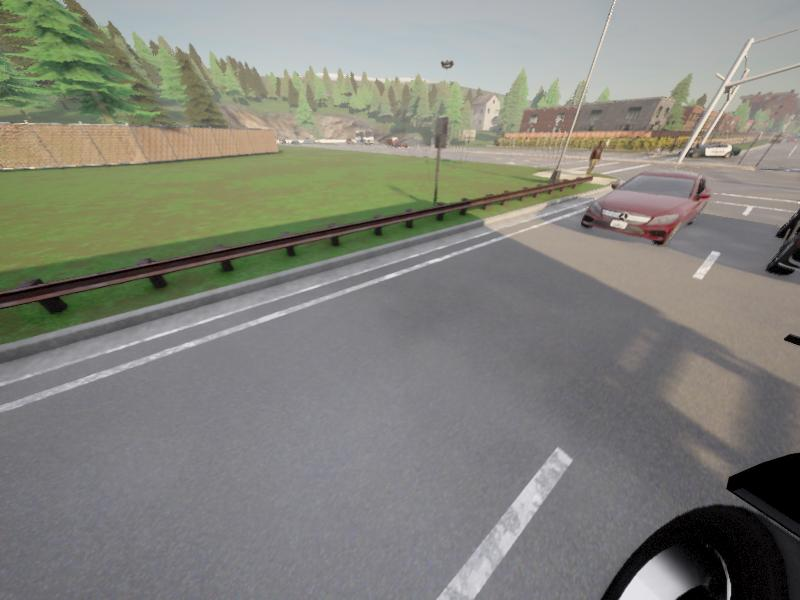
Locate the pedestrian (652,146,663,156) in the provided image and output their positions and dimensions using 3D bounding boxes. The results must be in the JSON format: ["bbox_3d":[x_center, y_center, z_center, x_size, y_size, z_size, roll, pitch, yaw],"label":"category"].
[{"bbox_3d":[33.412,-19.357,29.978,0.500,1.100,0.500,-22,41,-28],"label":"pedestrian"}]

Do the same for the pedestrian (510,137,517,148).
[{"bbox_3d":[24.882,-34.452,50.513,0.751,1.860,0.751,19,40,26],"label":"pedestrian"}]

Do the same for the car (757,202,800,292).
[{"bbox_3d":[9.431,-1.372,4.345,5.027,1.651,2.152,-22,41,-28],"label":"car"}]

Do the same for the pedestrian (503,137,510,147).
[{"bbox_3d":[23.716,-35.243,51.645,0.751,1.860,0.751,-21,40,-27],"label":"pedestrian"}]

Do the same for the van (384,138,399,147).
[{"bbox_3d":[-2.293,-44.560,65.247,2.069,2.038,4.480,-22,40,-27],"label":"van"}]

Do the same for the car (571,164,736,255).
[{"bbox_3d":[7.249,-2.832,6.587,4.674,1.442,1.812,-22,41,-28],"label":"car"}]

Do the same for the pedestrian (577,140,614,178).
[{"bbox_3d":[11.344,-8.196,13.474,0.751,1.860,0.751,-1,35,0],"label":"pedestrian"}]

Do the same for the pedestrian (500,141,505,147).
[{"bbox_3d":[23.282,-35.392,52.518,0.500,1.100,0.500,-22,40,-27],"label":"pedestrian"}]

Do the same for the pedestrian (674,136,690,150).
[{"bbox_3d":[47.526,-26.395,38.877,0.751,1.860,0.751,-14,37,-18],"label":"pedestrian"}]

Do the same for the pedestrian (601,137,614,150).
[{"bbox_3d":[34.867,-26.310,38.885,0.751,1.860,0.751,-22,40,-27],"label":"pedestrian"}]

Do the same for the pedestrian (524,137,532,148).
[{"bbox_3d":[26.754,-32.969,48.394,0.751,1.860,0.751,-22,41,-27],"label":"pedestrian"}]

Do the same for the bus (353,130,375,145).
[{"bbox_3d":[-13.096,-58.641,83.381,3.944,4.253,10.273,-18,39,-21],"label":"bus"}]

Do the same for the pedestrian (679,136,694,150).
[{"bbox_3d":[48.507,-26.575,39.123,0.751,1.860,0.751,-25,42,-30],"label":"pedestrian"}]

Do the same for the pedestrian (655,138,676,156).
[{"bbox_3d":[34.510,-19.875,30.042,0.751,1.860,0.751,-9,36,-13],"label":"pedestrian"}]

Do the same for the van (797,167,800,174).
[{"bbox_3d":[29.845,-9.874,15.862,4.442,1.987,1.775,-22,41,-28],"label":"van"}]

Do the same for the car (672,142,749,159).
[{"bbox_3d":[35.855,-17.426,26.888,4.974,1.542,2.038,7,36,10],"label":"car"}]

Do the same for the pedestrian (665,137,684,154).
[{"bbox_3d":[36.574,-20.633,30.776,0.751,1.860,0.751,-22,41,-28],"label":"pedestrian"}]

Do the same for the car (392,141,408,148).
[{"bbox_3d":[-0.031,-38.819,57.678,1.994,1.385,4.181,-22,40,-27],"label":"car"}]

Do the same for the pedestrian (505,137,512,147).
[{"bbox_3d":[24.244,-35.111,51.453,0.751,1.860,0.751,-28,44,-34],"label":"pedestrian"}]

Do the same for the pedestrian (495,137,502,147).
[{"bbox_3d":[22.664,-36.226,53.047,0.751,1.860,0.751,-6,36,-8],"label":"pedestrian"}]
